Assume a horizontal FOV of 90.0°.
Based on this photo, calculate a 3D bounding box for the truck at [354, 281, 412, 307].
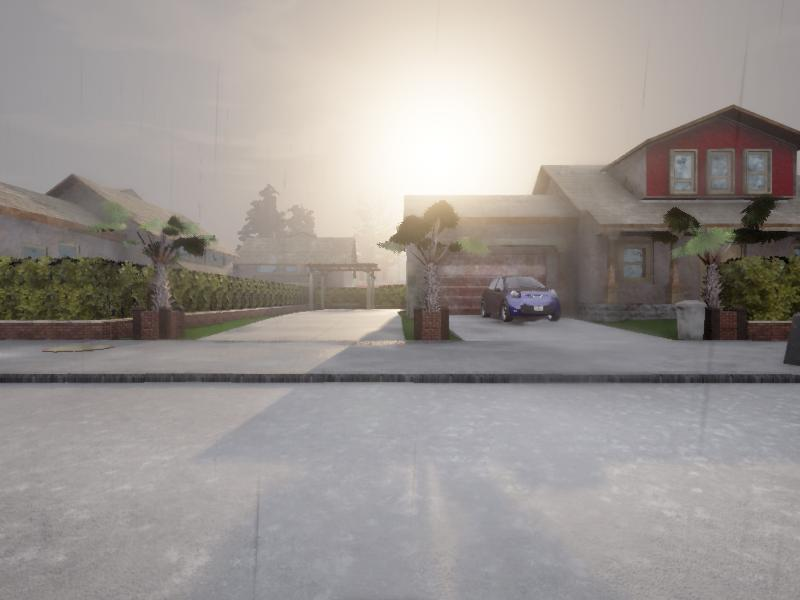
[{"bbox_3d":[-2.477,-0.921,60.272,8.468,3.827,2.891,0,0,0],"label":"truck"}]

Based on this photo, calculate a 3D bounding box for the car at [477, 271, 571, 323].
[{"bbox_3d":[3.891,-0.082,13.247,1.845,1.501,3.633,0,0,-3],"label":"car"}]
